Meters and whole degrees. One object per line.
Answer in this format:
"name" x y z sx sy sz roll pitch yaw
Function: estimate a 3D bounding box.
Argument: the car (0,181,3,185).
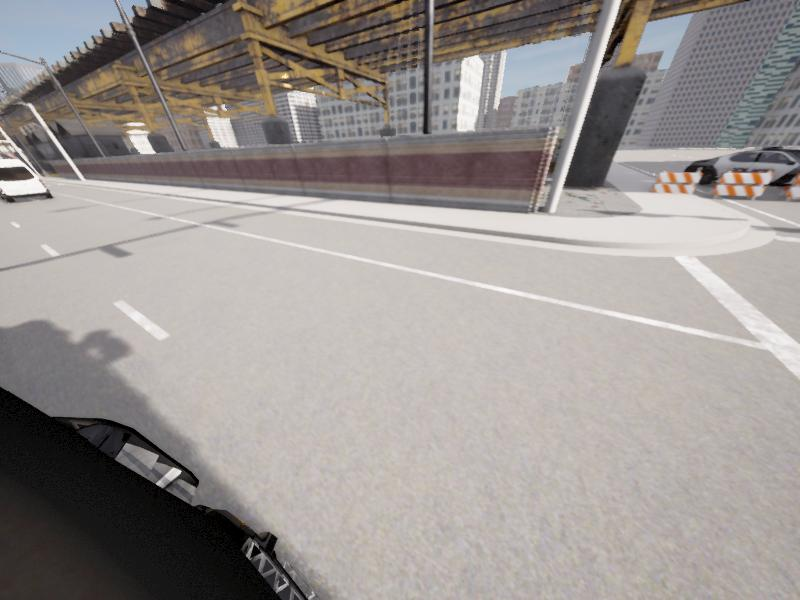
"car" -60.054 -17.364 33.244 5.027 1.651 2.152 16 38 26

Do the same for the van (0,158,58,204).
"van" -28.336 -8.755 16.902 5.915 2.561 1.988 16 38 26

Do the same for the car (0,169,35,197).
"car" -35.242 -10.470 20.568 3.866 1.878 1.905 16 38 26

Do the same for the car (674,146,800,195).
"car" 16.200 -5.741 10.048 2.038 1.542 4.974 -11 34 -12

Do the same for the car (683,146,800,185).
"car" 16.179 -5.899 10.003 1.853 1.218 4.536 -11 34 -12
